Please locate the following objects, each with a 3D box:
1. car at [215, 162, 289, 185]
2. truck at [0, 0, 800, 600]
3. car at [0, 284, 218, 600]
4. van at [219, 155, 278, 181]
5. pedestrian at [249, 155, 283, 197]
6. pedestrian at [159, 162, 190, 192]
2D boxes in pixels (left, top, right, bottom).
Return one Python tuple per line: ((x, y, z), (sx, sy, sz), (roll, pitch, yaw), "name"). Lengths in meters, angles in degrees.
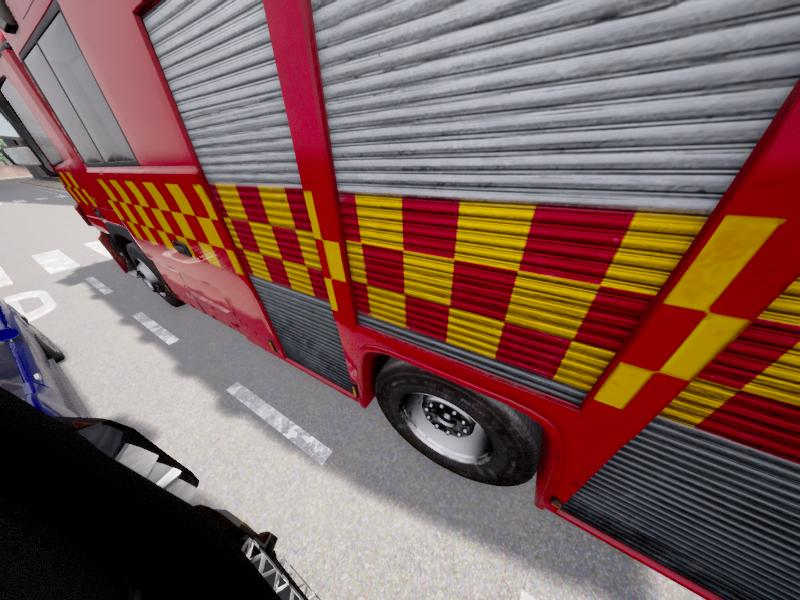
((-13.459, -11.860, 21.493), (2.033, 1.411, 5.357), (16, 38, 26), "car")
((-1.189, -1.507, 2.852), (8.468, 3.827, 2.891), (16, 38, 26), "truck")
((-3.697, 1.054, 1.476), (4.718, 1.301, 1.895), (16, 38, 26), "car")
((-15.599, -13.857, 24.131), (1.775, 1.987, 4.442), (16, 38, 26), "van")
((-7.018, -6.498, 12.177), (0.751, 1.860, 0.751), (18, 39, 28), "pedestrian")
((-16.501, -8.974, 16.921), (0.751, 1.860, 0.751), (17, 38, 27), "pedestrian")
